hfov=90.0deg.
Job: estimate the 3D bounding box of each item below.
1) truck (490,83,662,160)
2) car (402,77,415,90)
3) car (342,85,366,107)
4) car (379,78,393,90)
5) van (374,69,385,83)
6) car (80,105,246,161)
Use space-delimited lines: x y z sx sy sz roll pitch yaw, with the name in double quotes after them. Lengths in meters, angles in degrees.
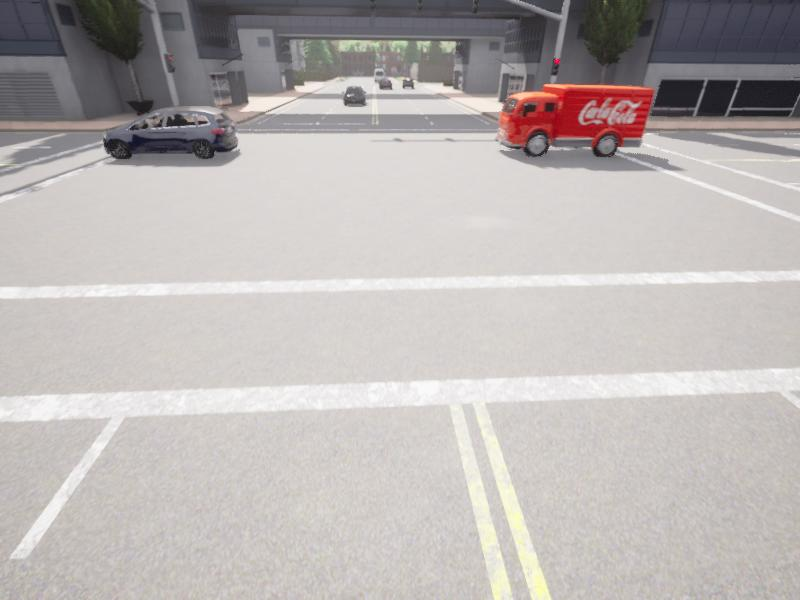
6.639 -7.112 15.856 5.204 2.467 2.627 -1 30 -4 "truck"
1.256 -33.889 62.465 1.851 1.617 3.988 0 30 -1 "car"
-4.041 -18.270 35.759 1.837 1.490 4.892 -1 31 -3 "car"
-2.229 -33.207 61.480 1.994 1.385 4.181 -1 30 -3 "car"
-4.348 -47.004 83.896 1.988 2.561 5.915 -2 31 -4 "van"
-8.635 -6.336 15.087 4.611 1.667 2.242 -2 30 -4 "car"
